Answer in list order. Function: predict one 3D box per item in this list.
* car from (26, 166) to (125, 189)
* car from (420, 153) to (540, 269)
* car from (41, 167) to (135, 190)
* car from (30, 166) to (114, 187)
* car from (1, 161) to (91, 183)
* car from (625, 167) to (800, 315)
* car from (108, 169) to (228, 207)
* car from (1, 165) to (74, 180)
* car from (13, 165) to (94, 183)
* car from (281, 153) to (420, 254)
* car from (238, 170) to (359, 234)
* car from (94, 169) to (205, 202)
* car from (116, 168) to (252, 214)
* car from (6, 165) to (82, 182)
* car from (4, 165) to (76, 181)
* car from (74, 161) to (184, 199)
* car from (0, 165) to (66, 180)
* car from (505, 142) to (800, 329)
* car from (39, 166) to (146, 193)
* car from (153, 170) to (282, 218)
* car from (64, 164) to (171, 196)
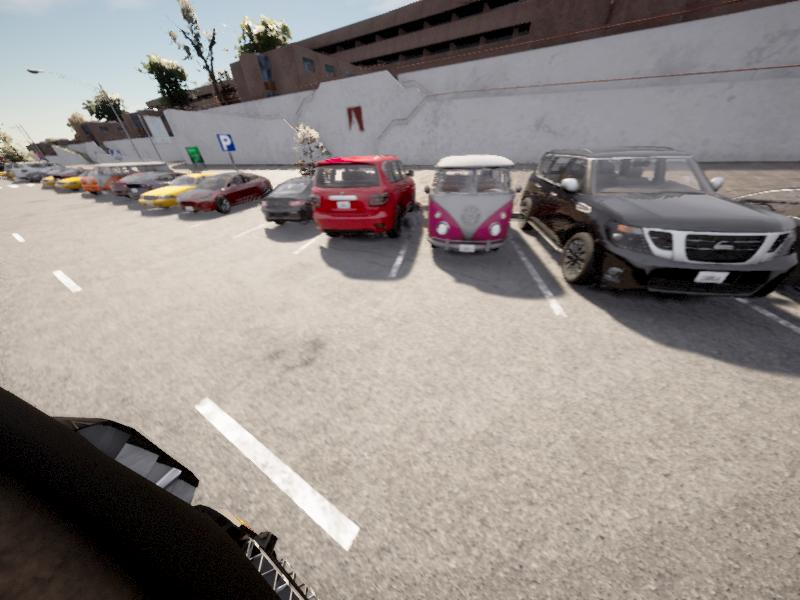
[{"bbox_3d":[-31.848,-12.332,23.053,1.946,1.575,5.366,5,34,9],"label":"car"},{"bbox_3d":[1.725,-2.725,6.200,1.878,1.987,4.442,4,33,9],"label":"car"},{"bbox_3d":[-29.234,-11.649,21.967,2.163,1.488,4.792,4,34,9],"label":"car"},{"bbox_3d":[-34.401,-13.162,24.509,2.002,1.452,4.674,4,34,9],"label":"car"},{"bbox_3d":[-44.726,-16.479,29.517,2.435,2.045,5.566,4,33,9],"label":"car"},{"bbox_3d":[6.906,-1.125,3.806,2.231,1.521,4.892,4,33,10],"label":"car"},{"bbox_3d":[-13.742,-7.053,14.260,2.163,1.488,4.792,4,33,9],"label":"car"},{"bbox_3d":[-52.431,-18.625,33.650,1.946,1.575,5.366,4,33,9],"label":"car"},{"bbox_3d":[-42.131,-15.493,28.348,2.231,1.521,4.892,5,34,9],"label":"car"},{"bbox_3d":[-0.840,-3.561,7.613,2.435,2.045,5.566,4,33,10],"label":"car"},{"bbox_3d":[-3.416,-4.039,9.046,2.002,1.452,4.674,4,33,10],"label":"car"},{"bbox_3d":[-16.329,-7.786,15.527,2.002,1.452,4.674,4,33,9],"label":"car"},{"bbox_3d":[-11.187,-6.212,12.767,1.946,1.575,5.366,4,33,9],"label":"car"},{"bbox_3d":[-47.295,-17.012,30.921,2.097,1.535,5.008,5,33,9],"label":"car"},{"bbox_3d":[-49.884,-17.763,32.204,2.231,1.521,4.892,4,33,9],"label":"car"},{"bbox_3d":[-18.924,-8.705,16.574,1.878,1.987,4.442,5,34,9],"label":"car"},{"bbox_3d":[-55.039,-19.268,34.830,2.163,1.488,4.792,4,33,9],"label":"car"},{"bbox_3d":[4.320,-2.059,4.954,2.435,2.045,5.566,4,33,9],"label":"car"},{"bbox_3d":[-26.686,-10.788,20.491,1.946,1.575,5.366,5,34,9],"label":"car"},{"bbox_3d":[-8.581,-5.519,11.618,2.163,1.488,4.792,4,33,9],"label":"car"},{"bbox_3d":[-21.502,-9.437,17.989,2.185,1.767,4.553,4,34,9],"label":"car"}]
